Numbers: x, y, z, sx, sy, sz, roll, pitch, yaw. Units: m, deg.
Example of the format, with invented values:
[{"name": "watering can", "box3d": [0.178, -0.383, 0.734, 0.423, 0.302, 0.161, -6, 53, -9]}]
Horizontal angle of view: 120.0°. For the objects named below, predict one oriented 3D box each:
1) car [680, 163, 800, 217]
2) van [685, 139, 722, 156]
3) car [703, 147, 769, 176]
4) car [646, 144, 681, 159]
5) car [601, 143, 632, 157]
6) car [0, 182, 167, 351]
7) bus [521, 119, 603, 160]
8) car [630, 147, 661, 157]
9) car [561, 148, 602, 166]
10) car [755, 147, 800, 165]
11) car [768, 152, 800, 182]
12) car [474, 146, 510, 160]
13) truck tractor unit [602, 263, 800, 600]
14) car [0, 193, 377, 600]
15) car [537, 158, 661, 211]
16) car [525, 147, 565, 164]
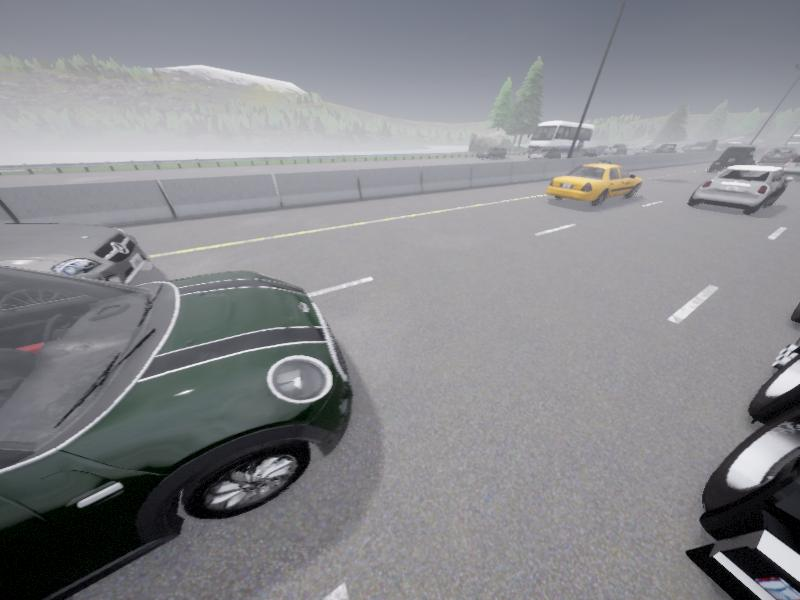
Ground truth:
[{"name": "car", "box3d": [14.065, -4.644, 9.483, 3.806, 1.475, 1.970, -18, 39, -24]}, {"name": "van", "box3d": [55.040, -27.693, 41.926, 5.915, 2.561, 1.988, -18, 39, -24]}, {"name": "car", "box3d": [28.180, -11.724, 19.394, 3.866, 1.878, 1.905, -18, 39, -24]}, {"name": "car", "box3d": [39.816, -22.447, 34.878, 3.866, 1.878, 1.905, -18, 39, -24]}, {"name": "car", "box3d": [38.135, -26.510, 40.710, 4.605, 1.855, 1.932, -18, 39, -24]}, {"name": "car", "box3d": [-6.787, -0.216, 2.835, 5.027, 1.651, 2.152, -18, 39, -24]}, {"name": "bus", "box3d": [22.791, -22.389, 32.624, 10.273, 4.253, 3.944, -17, 38, -25]}, {"name": "car", "box3d": [41.675, -25.117, 39.249, 4.718, 1.301, 1.895, -18, 39, -24]}, {"name": "car", "box3d": [20.090, -15.873, 25.591, 3.705, 1.549, 1.789, -18, 39, -25]}, {"name": "car", "box3d": [46.210, -17.510, 28.037, 4.611, 1.667, 2.242, -18, 39, -24]}, {"name": "car", "box3d": [29.296, -9.660, 16.690, 3.988, 1.617, 1.851, -18, 39, -24]}, {"name": "car", "box3d": [12.750, -20.400, 32.050, 4.514, 1.525, 2.007, -18, 39, -24]}, {"name": "truck tractor unit", "box3d": [5.107, -0.306, 0.779, 6.516, 4.208, 3.053, -18, 39, -24]}, {"name": "car", "box3d": [-2.706, 0.694, 1.411, 4.553, 1.767, 2.097, -18, 39, -24]}, {"name": "car", "box3d": [8.895, -5.311, 10.309, 5.366, 1.575, 1.801, -18, 39, -24]}, {"name": "car", "box3d": [17.303, -17.300, 27.565, 3.988, 1.617, 1.851, -18, 39, -24]}]
